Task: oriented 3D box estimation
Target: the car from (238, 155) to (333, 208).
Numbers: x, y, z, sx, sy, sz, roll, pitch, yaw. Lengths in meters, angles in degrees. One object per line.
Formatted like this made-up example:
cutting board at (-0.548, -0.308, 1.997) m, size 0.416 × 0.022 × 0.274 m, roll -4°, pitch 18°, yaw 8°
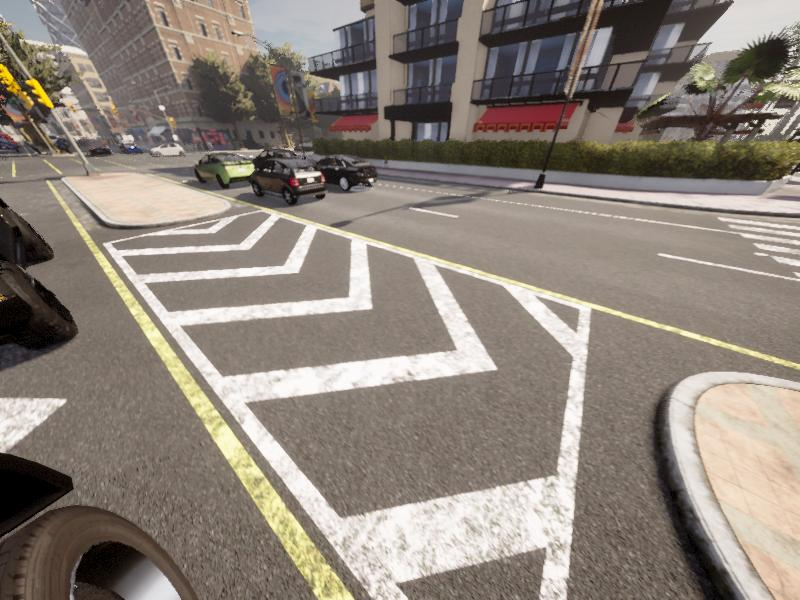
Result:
car at (-4.950, -5.277, 10.040) m, size 3.705 × 1.549 × 1.789 m, roll 23°, pitch 41°, yaw 29°

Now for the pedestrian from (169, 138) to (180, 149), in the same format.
pedestrian at (-43.300, -30.030, 44.330) m, size 0.751 × 1.860 × 0.751 m, roll 24°, pitch 41°, yaw 29°

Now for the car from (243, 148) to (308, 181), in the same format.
car at (-8.467, -9.313, 15.703) m, size 3.988 × 1.617 × 1.851 m, roll 23°, pitch 41°, yaw 29°

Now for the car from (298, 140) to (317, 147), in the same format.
car at (-26.064, -44.062, 65.054) m, size 4.611 × 1.667 × 2.242 m, roll 23°, pitch 41°, yaw 29°

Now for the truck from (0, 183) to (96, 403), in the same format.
truck at (-6.954, -0.645, 2.952) m, size 6.274 × 2.098 × 2.390 m, roll 23°, pitch 41°, yaw 29°

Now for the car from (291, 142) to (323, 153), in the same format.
car at (-16.563, -27.315, 41.357) m, size 2.163 × 1.488 × 4.792 m, roll 23°, pitch 41°, yaw 29°

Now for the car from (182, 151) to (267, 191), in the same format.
car at (-9.924, -7.400, 13.038) m, size 4.514 × 1.525 × 2.007 m, roll 23°, pitch 41°, yaw 29°

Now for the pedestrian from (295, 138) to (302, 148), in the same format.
pedestrian at (-24.031, -37.155, 54.654) m, size 0.751 × 1.860 × 0.751 m, roll -29°, pitch 44°, yaw -35°

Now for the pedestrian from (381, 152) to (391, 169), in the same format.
pedestrian at (-1.125, -11.264, 18.684) m, size 0.500 × 1.100 × 0.500 m, roll 24°, pitch 41°, yaw 29°

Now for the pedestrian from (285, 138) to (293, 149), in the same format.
pedestrian at (-24.291, -34.248, 50.514) m, size 0.751 × 1.860 × 0.751 m, roll 15°, pitch 38°, yaw 20°

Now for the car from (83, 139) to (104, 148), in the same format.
car at (-69.842, -35.644, 52.608) m, size 4.974 × 1.542 × 2.038 m, roll 23°, pitch 41°, yaw 29°

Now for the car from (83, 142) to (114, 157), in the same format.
car at (-41.789, -20.985, 32.066) m, size 4.974 × 1.542 × 2.038 m, roll 28°, pitch 44°, yaw 34°

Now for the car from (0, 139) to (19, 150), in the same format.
car at (-74.223, -29.325, 43.529) m, size 5.238 × 1.638 × 1.930 m, roll 23°, pitch 41°, yaw 29°

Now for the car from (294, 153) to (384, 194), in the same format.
car at (-3.378, -7.080, 12.672) m, size 4.892 × 1.490 × 1.837 m, roll 23°, pitch 41°, yaw 29°

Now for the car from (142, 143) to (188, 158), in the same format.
car at (-30.700, -19.679, 30.312) m, size 1.845 × 1.501 × 3.633 m, roll 23°, pitch 41°, yaw 29°

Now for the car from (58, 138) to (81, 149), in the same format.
car at (-71.011, -33.761, 49.669) m, size 4.605 × 1.855 × 1.932 m, roll 23°, pitch 41°, yaw 29°

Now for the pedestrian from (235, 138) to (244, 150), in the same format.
pedestrian at (-30.455, -29.610, 43.854) m, size 0.751 × 1.860 × 0.751 m, roll 23°, pitch 41°, yaw 29°

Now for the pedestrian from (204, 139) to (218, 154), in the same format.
pedestrian at (-29.943, -24.327, 36.605) m, size 0.751 × 1.860 × 0.751 m, roll 17°, pitch 38°, yaw 22°

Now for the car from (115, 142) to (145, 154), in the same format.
car at (-41.935, -23.620, 35.860) m, size 3.806 × 1.475 × 1.970 m, roll 23°, pitch 41°, yaw 29°

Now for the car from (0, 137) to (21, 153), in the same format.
car at (-62.944, -24.648, 36.634) m, size 5.566 × 2.045 × 2.150 m, roll 23°, pitch 41°, yaw 29°
